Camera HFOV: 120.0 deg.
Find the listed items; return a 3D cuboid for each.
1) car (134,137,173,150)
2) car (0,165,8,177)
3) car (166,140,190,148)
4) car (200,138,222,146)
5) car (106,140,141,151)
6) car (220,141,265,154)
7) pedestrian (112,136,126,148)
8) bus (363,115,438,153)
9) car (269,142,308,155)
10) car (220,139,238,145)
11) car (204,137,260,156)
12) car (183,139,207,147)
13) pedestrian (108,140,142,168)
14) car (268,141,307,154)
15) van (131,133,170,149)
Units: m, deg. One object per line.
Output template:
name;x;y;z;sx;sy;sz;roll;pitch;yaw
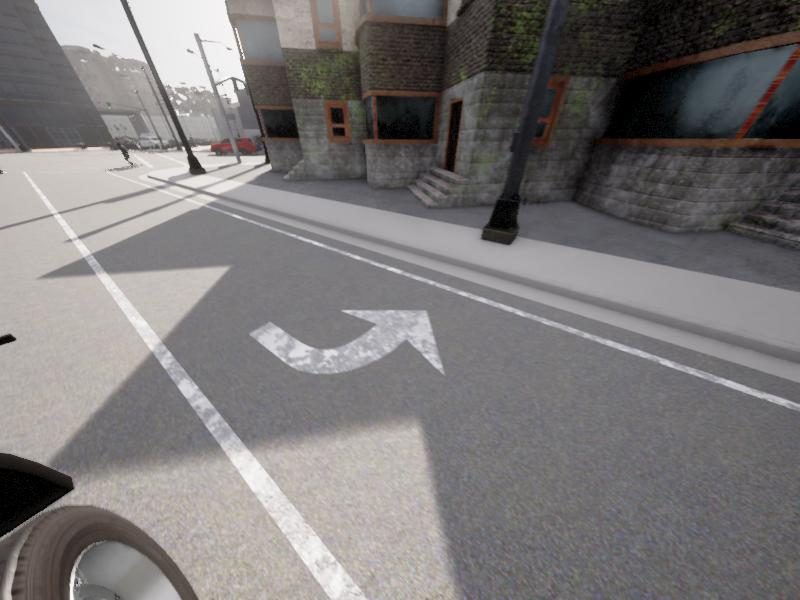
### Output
car;-47.462;-30.417;44.779;2.150;2.045;5.566;-5;36;-8
car;-28.279;-9.008;15.268;4.718;1.301;1.895;22;41;27
car;-48.616;-34.270;50.726;1.816;1.474;4.193;-5;36;-8
car;-50.357;-42.210;61.818;1.930;1.638;5.238;-2;35;-3
car;-50.455;-28.341;42.304;1.816;1.474;4.193;-5;36;-8
car;-23.785;-23.163;35.082;5.008;1.535;1.882;-6;35;-8
pedestrian;-55.181;-30.971;45.351;0.751;1.860;0.751;-6;36;-9
bus;0.012;-24.729;34.481;10.273;4.253;3.944;-7;36;-7
car;-15.971;-21.856;33.293;4.674;1.442;1.812;-6;36;-8
car;-50.024;-46.258;67.703;1.816;1.474;4.193;5;35;6
car;-23.169;-21.380;32.114;5.566;2.045;2.150;-6;36;-8
car;-49.663;-38.176;56.107;1.930;1.638;5.238;-5;36;-7
pedestrian;-22.291;-11.853;18.782;0.751;1.860;0.751;-4;35;-6
car;-17.393;-23.779;35.986;4.892;1.490;1.837;-6;36;-8
van;-51.662;-33.037;48.025;1.988;2.561;5.915;-5;36;-8
